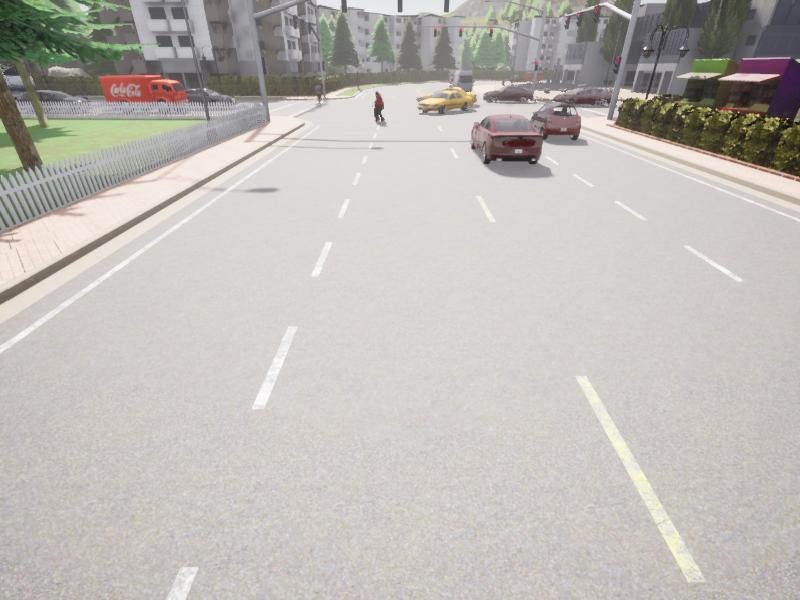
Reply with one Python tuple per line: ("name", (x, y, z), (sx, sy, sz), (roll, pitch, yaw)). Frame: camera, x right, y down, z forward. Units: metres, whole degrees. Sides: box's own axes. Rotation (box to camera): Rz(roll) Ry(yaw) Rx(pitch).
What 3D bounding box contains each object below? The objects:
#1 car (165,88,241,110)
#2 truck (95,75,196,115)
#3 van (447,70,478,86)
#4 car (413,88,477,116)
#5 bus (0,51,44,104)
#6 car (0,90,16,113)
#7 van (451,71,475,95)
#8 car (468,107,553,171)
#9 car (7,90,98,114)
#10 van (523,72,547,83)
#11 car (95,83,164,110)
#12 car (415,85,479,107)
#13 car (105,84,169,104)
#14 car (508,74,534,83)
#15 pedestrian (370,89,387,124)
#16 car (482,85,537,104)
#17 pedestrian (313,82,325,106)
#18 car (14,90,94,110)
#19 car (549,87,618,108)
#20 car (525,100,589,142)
("car", (-15.994, -16.454, 32.708), (4.902, 1.511, 2.128), (1, 30, 2))
("truck", (-18.576, -15.148, 29.522), (5.204, 2.467, 2.627), (1, 30, 2))
("van", (11.440, -40.462, 72.886), (2.351, 2.431, 6.366), (24, 38, 35))
("car", (3.425, -14.846, 29.874), (1.801, 1.575, 5.366), (24, 38, 35))
("bus", (-41.982, -21.569, 38.763), (10.273, 4.253, 3.944), (1, 30, 2))
("car", (-32.485, -14.972, 30.197), (4.892, 1.490, 1.837), (1, 30, 2))
("van", (7.861, -27.538, 50.615), (1.988, 2.561, 5.915), (0, 30, -1))
("car", (3.929, -6.273, 15.234), (1.882, 1.535, 5.008), (0, 30, 0))
("car", (-25.928, -14.856, 29.994), (4.892, 1.490, 1.837), (1, 30, 2))
("van", (28.842, -47.529, 85.422), (4.442, 1.987, 1.775), (-14, 33, -22))
("car", (-22.065, -16.724, 32.797), (3.866, 1.878, 1.905), (1, 30, 2))
("car", (4.044, -17.896, 35.096), (5.366, 1.575, 1.801), (1, 30, 2))
("car", (-25.181, -19.832, 38.483), (4.514, 1.525, 2.007), (-4, 31, -8))
("car", (26.640, -48.659, 88.002), (5.027, 1.651, 2.152), (-14, 33, -22))
("pedestrian", (-1.309, -11.595, 23.983), (0.751, 1.860, 0.751), (-12, 32, -20))
("car", (10.315, -19.493, 37.961), (4.674, 1.442, 1.812), (1, 30, 2))
("pedestrian", (-7.194, -18.331, 35.521), (0.751, 1.860, 0.751), (2, 30, 3))
("car", (-28.537, -16.583, 33.150), (4.718, 1.301, 1.895), (1, 30, 2))
("car", (15.755, -17.557, 34.606), (4.792, 1.488, 2.163), (0, 30, 0))
("car", (7.583, -8.888, 19.717), (1.845, 1.501, 3.633), (2, 30, 3))
